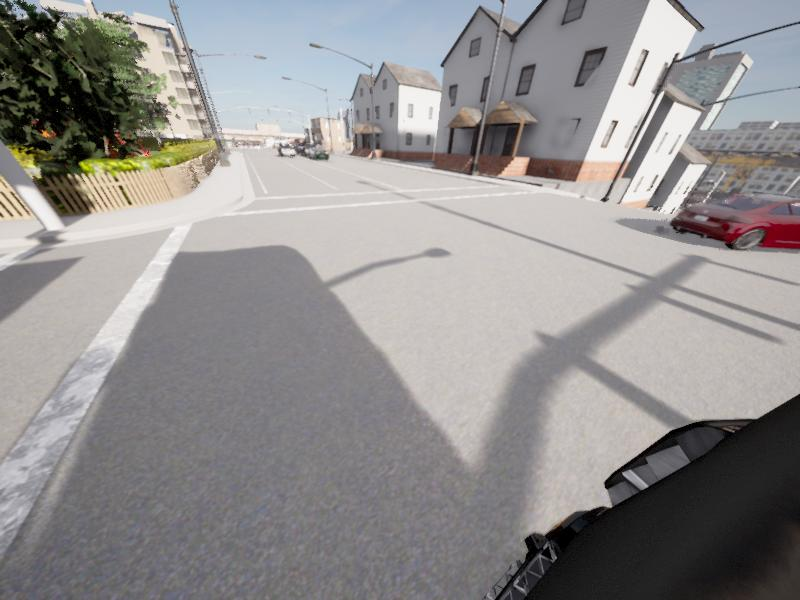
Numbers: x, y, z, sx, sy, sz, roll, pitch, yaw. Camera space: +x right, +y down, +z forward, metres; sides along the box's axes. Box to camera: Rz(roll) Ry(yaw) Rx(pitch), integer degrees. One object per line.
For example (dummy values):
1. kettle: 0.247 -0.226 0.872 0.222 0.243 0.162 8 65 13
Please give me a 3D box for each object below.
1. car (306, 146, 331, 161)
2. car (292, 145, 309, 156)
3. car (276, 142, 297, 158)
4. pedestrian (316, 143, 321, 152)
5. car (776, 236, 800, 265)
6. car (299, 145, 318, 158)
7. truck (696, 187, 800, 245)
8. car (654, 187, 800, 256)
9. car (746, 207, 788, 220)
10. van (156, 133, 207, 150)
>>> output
1. car: -11.593 -20.787 32.766 2.038 1.542 4.974 -16 38 -25
2. car: -18.403 -27.580 42.536 1.812 1.442 4.674 -16 38 -25
3. car: -17.133 -22.582 34.768 1.932 1.855 4.605 -16 38 -25
4. pedestrian: -21.114 -39.468 59.677 0.751 1.860 0.751 -22 41 -32
5. car: 34.681 -4.146 19.665 4.605 1.855 1.932 -2 31 -34
6. car: -14.818 -24.056 37.365 1.851 1.617 3.988 -16 38 -25
7. truck: 22.906 -5.481 15.420 5.204 2.467 2.627 -4 31 -34
8. car: 11.064 -2.370 6.921 4.181 1.385 1.994 3 34 1
9. car: 80.186 -19.061 50.609 2.038 1.542 4.974 10 34 10
10. van: -41.854 -30.579 44.575 6.366 2.431 2.351 -16 38 -25
